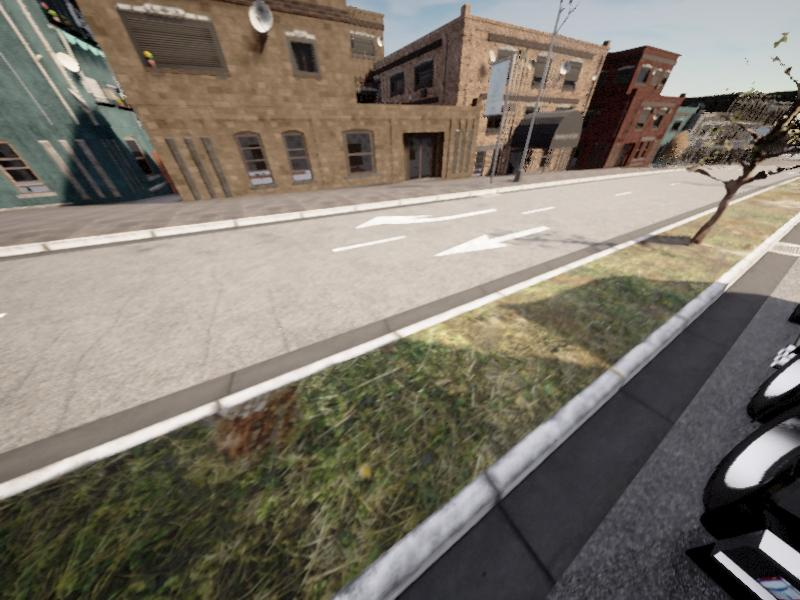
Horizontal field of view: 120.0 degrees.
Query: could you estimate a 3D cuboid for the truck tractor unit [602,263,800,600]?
[{"bbox_3d":[5.116,-0.294,0.789,6.516,4.208,3.053,-18,39,-24],"label":"truck tractor unit"}]
